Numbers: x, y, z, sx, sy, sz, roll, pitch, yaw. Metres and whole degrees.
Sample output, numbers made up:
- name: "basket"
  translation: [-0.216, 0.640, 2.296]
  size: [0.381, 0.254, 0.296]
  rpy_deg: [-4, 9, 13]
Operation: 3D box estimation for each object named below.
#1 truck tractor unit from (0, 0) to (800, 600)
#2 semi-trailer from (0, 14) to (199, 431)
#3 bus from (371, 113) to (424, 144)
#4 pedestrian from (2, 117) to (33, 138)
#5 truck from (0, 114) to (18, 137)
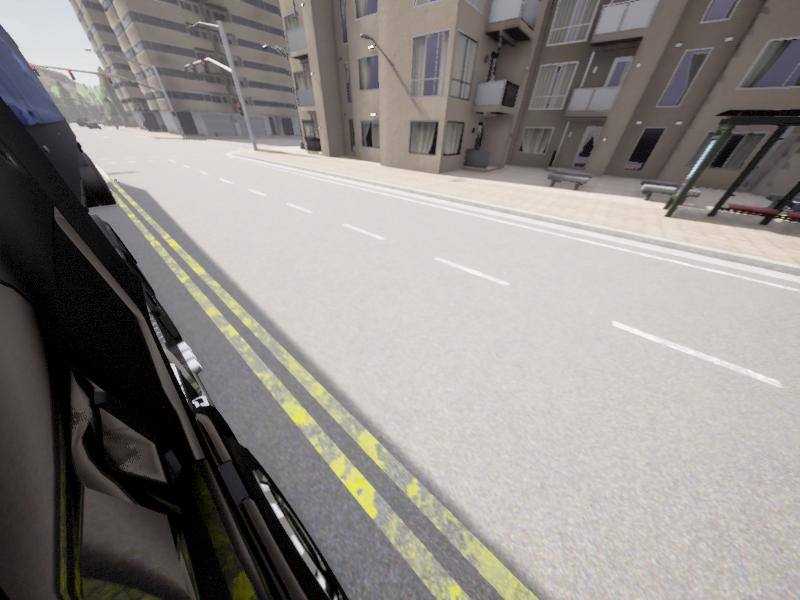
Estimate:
- name: "truck tractor unit"
  translation: [-2.645, -0.295, 0.351]
  size: [6.516, 4.208, 3.053]
  rpy_deg: [28, 44, 30]
- name: "semi-trailer"
  translation: [-8.573, -3.658, 4.388]
  size: [14.254, 4.402, 2.717]
  rpy_deg: [29, 44, 32]
- name: "bus"
  translation: [-0.241, -31.670, 42.873]
  size: [3.944, 4.253, 10.273]
  rpy_deg: [27, 43, 30]
- name: "pedestrian"
  translation: [-42.537, -19.169, 25.720]
  size: [0.751, 1.860, 0.751]
  rpy_deg: [-20, 42, -27]
- name: "truck"
  translation: [-49.254, -21.096, 27.816]
  size: [6.274, 2.098, 2.390]
  rpy_deg: [28, 44, 30]
